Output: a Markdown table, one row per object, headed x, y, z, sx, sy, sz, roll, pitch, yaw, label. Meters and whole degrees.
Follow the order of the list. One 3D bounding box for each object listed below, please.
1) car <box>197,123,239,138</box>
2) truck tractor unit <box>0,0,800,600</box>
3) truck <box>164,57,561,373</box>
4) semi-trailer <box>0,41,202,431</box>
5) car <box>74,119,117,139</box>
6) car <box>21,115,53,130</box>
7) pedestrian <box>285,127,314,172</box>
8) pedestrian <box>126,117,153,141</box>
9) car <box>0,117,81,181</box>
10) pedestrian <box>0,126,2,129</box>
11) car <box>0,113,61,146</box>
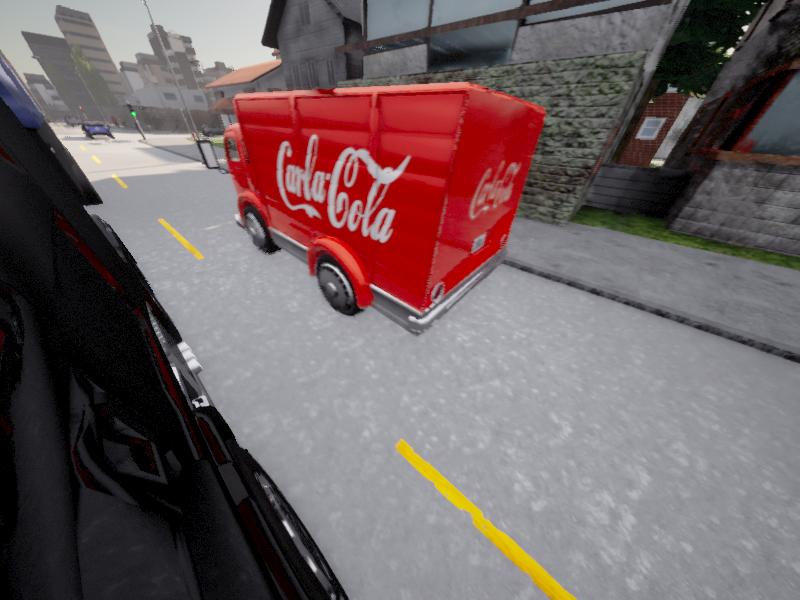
| x | y | z | sx | sy | sz | roll | pitch | yaw | label |
| --- | --- | --- | --- | --- | --- | --- | --- | --- | --- |
| -25.861 | -24.182 | 32.982 | 1.851 | 1.617 | 3.988 | 28 | 44 | 30 | car |
| -2.645 | -0.295 | 0.351 | 6.516 | 4.208 | 3.053 | 28 | 44 | 30 | truck tractor unit |
| -0.965 | -1.809 | 3.955 | 5.204 | 2.467 | 2.627 | 28 | 44 | 30 | truck |
| -8.702 | -3.604 | 4.221 | 14.254 | 4.402 | 2.717 | 28 | 44 | 30 | semi-trailer |
| -32.732 | -18.379 | 24.834 | 4.514 | 1.525 | 2.007 | 28 | 44 | 30 | car |
| -50.635 | -24.790 | 32.282 | 4.193 | 1.474 | 1.816 | 28 | 44 | 30 | car |
| -5.114 | -7.676 | 11.828 | 0.751 | 1.860 | 0.751 | 29 | 44 | 30 | pedestrian |
| -25.802 | -16.972 | 22.913 | 0.751 | 1.860 | 0.751 | 8 | 37 | 7 | pedestrian |
| -15.775 | -6.512 | 9.772 | 4.605 | 1.855 | 1.932 | 30 | 44 | 31 | car |
| -48.944 | -21.509 | 27.465 | 0.751 | 1.860 | 0.751 | 30 | 45 | 31 | pedestrian |
| -28.264 | -13.053 | 17.698 | 3.866 | 1.878 | 1.905 | 28 | 44 | 30 | car |
